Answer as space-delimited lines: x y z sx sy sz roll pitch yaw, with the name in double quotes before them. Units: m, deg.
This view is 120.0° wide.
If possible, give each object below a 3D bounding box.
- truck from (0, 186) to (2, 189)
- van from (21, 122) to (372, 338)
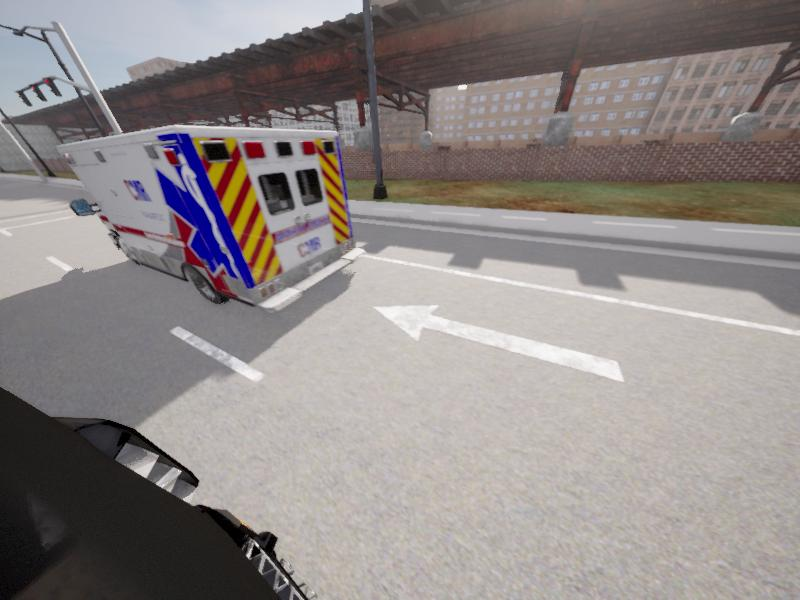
"truck" -44.400 -13.014 22.751 8.468 3.827 2.891 15 38 24
"van" -4.023 -1.786 4.756 6.366 2.431 2.351 14 37 24
